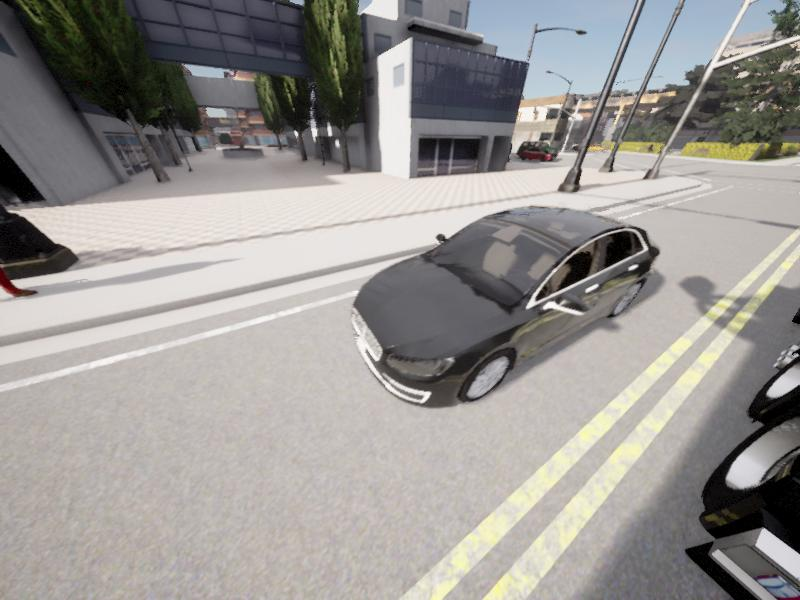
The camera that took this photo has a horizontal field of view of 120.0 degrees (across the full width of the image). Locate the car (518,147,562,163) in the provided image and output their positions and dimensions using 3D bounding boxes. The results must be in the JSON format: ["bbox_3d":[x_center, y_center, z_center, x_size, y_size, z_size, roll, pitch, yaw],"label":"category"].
[{"bbox_3d":[17.585,-18.445,29.251,1.816,1.474,4.193,-18,39,-24],"label":"car"}]

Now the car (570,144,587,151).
[{"bbox_3d":[45.348,-38.765,58.735,1.970,1.475,3.806,9,36,12],"label":"car"}]

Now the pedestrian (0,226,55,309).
[{"bbox_3d":[-6.219,-0.781,3.126,0.751,1.860,0.751,-18,39,-25],"label":"pedestrian"}]

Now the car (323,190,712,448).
[{"bbox_3d":[1.731,-0.410,3.294,4.892,1.490,1.837,-17,39,-24],"label":"car"}]

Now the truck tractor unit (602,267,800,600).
[{"bbox_3d":[5.113,-0.299,0.773,6.516,4.208,3.053,-18,39,-24],"label":"truck tractor unit"}]

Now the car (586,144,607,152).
[{"bbox_3d":[48.432,-37.596,56.997,1.801,1.575,5.366,9,36,12],"label":"car"}]
